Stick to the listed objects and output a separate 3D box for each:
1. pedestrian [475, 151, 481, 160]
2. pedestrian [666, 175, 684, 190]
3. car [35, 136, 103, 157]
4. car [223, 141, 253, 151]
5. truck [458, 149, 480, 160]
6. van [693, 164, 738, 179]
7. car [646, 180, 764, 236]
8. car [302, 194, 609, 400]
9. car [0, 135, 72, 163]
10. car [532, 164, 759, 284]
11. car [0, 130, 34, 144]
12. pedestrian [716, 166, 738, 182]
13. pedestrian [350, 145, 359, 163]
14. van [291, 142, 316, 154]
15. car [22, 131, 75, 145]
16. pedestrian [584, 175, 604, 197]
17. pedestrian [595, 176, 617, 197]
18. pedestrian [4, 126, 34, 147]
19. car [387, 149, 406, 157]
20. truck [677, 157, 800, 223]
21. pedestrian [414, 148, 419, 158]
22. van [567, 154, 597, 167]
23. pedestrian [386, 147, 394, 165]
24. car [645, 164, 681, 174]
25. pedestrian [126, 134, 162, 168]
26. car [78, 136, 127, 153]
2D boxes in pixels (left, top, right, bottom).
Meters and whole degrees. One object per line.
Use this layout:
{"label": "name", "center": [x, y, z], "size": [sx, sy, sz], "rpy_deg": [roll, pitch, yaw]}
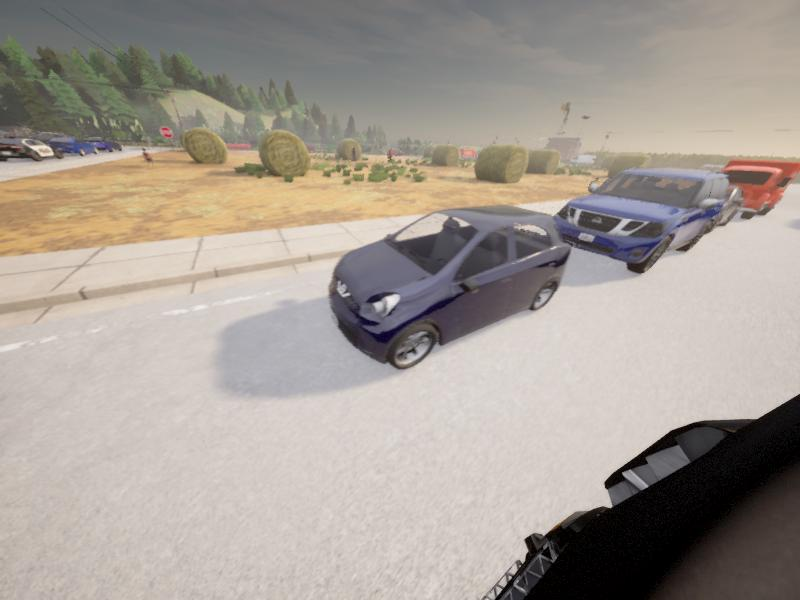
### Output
{"label": "pedestrian", "center": [19.757, -36.327, 58.212], "size": [0.751, 1.860, 0.751], "rpy_deg": [-8, 35, -16]}
{"label": "pedestrian", "center": [23.722, -10.171, 19.928], "size": [0.500, 1.100, 0.500], "rpy_deg": [-17, 39, -27]}
{"label": "car", "center": [-31.778, -14.956, 22.454], "size": [1.882, 1.535, 5.008], "rpy_deg": [-15, 38, -26]}
{"label": "car", "center": [-31.703, -30.207, 45.332], "size": [4.514, 1.525, 2.007], "rpy_deg": [-14, 37, -23]}
{"label": "truck", "center": [19.172, -40.679, 64.484], "size": [5.204, 2.467, 2.627], "rpy_deg": [-14, 37, -23]}
{"label": "van", "center": [61.823, -25.306, 45.381], "size": [2.069, 2.038, 4.480], "rpy_deg": [-16, 38, -26]}
{"label": "car", "center": [12.326, -3.847, 9.380], "size": [3.705, 1.549, 1.789], "rpy_deg": [-16, 38, -27]}
{"label": "car", "center": [0.790, -0.509, 3.412], "size": [3.633, 1.501, 1.845], "rpy_deg": [-16, 38, -26]}
{"label": "car", "center": [-28.441, -11.553, 17.624], "size": [2.038, 1.542, 4.974], "rpy_deg": [-15, 38, -26]}
{"label": "car", "center": [6.637, -2.400, 6.284], "size": [5.566, 2.045, 2.150], "rpy_deg": [-16, 38, -26]}
{"label": "car", "center": [-54.978, -22.391, 31.638], "size": [4.514, 1.525, 2.007], "rpy_deg": [-12, 37, -22]}
{"label": "pedestrian", "center": [45.277, -17.463, 32.003], "size": [0.751, 1.860, 0.751], "rpy_deg": [-12, 37, -22]}
{"label": "pedestrian", "center": [-5.711, -18.316, 29.018], "size": [0.751, 1.860, 0.751], "rpy_deg": [8, 34, 8]}
{"label": "van", "center": [-20.899, -33.002, 50.015], "size": [4.442, 1.987, 1.775], "rpy_deg": [-14, 37, -23]}
{"label": "car", "center": [-53.831, -24.853, 35.480], "size": [3.806, 1.475, 1.970], "rpy_deg": [-14, 37, -23]}
{"label": "pedestrian", "center": [11.940, -7.032, 14.226], "size": [0.500, 1.100, 0.500], "rpy_deg": [17, 36, 20]}
{"label": "pedestrian", "center": [12.665, -6.971, 14.195], "size": [0.500, 1.100, 0.500], "rpy_deg": [-19, 39, -29]}
{"label": "pedestrian", "center": [-43.083, -18.440, 26.136], "size": [0.751, 1.860, 0.751], "rpy_deg": [-14, 37, -24]}
{"label": "car", "center": [-0.802, -35.463, 55.862], "size": [4.193, 1.474, 1.816], "rpy_deg": [-14, 37, -23]}
{"label": "truck", "center": [17.946, -5.849, 12.027], "size": [5.204, 2.467, 2.627], "rpy_deg": [-16, 38, -26]}
{"label": "pedestrian", "center": [3.547, -31.896, 50.197], "size": [0.751, 1.860, 0.751], "rpy_deg": [8, 34, 7]}
{"label": "van", "center": [51.704, -39.702, 65.685], "size": [1.988, 2.561, 5.915], "rpy_deg": [-15, 38, -25]}
{"label": "pedestrian", "center": [-1.243, -18.422, 29.550], "size": [0.751, 1.860, 0.751], "rpy_deg": [15, 35, 17]}
{"label": "car", "center": [60.478, -30.352, 53.314], "size": [2.038, 1.542, 4.974], "rpy_deg": [-16, 38, -26]}
{"label": "pedestrian", "center": [-17.263, -10.039, 15.632], "size": [0.751, 1.860, 0.751], "rpy_deg": [-7, 35, -14]}
{"label": "car", "center": [-35.374, -18.607, 27.652], "size": [2.007, 1.525, 4.514], "rpy_deg": [-15, 38, -26]}
